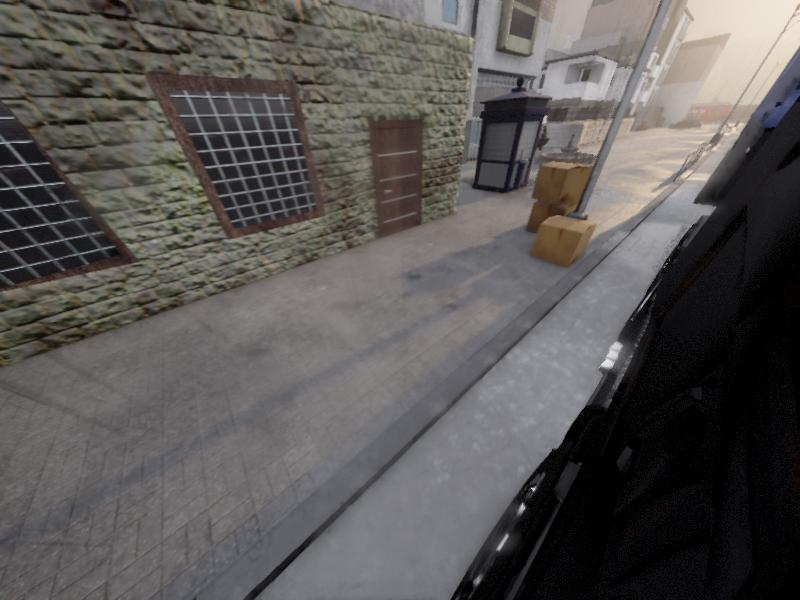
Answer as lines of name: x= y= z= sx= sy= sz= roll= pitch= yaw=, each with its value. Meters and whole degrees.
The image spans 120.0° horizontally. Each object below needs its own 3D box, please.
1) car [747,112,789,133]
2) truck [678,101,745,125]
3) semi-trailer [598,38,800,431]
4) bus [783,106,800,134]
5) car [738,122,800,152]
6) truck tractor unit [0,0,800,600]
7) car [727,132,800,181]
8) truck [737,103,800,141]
car: x=43.521 y=-21.056 z=27.401 sx=3.866 sy=1.878 sz=1.905 roll=-28 pitch=44 yaw=-30
truck: x=72.178 y=-43.463 z=53.855 sx=2.891 sy=3.827 sz=8.468 roll=-28 pitch=44 yaw=-30
semi-trailer: x=8.668 y=-3.627 z=4.256 sx=14.254 sy=4.402 sz=2.717 roll=-29 pitch=44 yaw=-30
bus: x=48.749 y=-21.765 z=26.059 sx=10.273 sy=4.253 sz=3.944 roll=-29 pitch=44 yaw=-29
car: x=25.623 y=-11.326 z=15.990 sx=4.181 sy=1.385 sz=1.994 roll=-28 pitch=44 yaw=-30
truck tractor unit: x=2.645 y=-0.295 z=0.351 sx=6.516 sy=4.208 sz=3.053 roll=-28 pitch=44 yaw=-30
car: x=16.259 y=-6.321 z=9.971 sx=4.718 sy=1.301 sz=1.895 roll=-28 pitch=44 yaw=-30
truck: x=33.566 y=-15.986 z=20.813 sx=5.204 sy=2.467 sz=2.627 roll=-27 pitch=43 yaw=-30
